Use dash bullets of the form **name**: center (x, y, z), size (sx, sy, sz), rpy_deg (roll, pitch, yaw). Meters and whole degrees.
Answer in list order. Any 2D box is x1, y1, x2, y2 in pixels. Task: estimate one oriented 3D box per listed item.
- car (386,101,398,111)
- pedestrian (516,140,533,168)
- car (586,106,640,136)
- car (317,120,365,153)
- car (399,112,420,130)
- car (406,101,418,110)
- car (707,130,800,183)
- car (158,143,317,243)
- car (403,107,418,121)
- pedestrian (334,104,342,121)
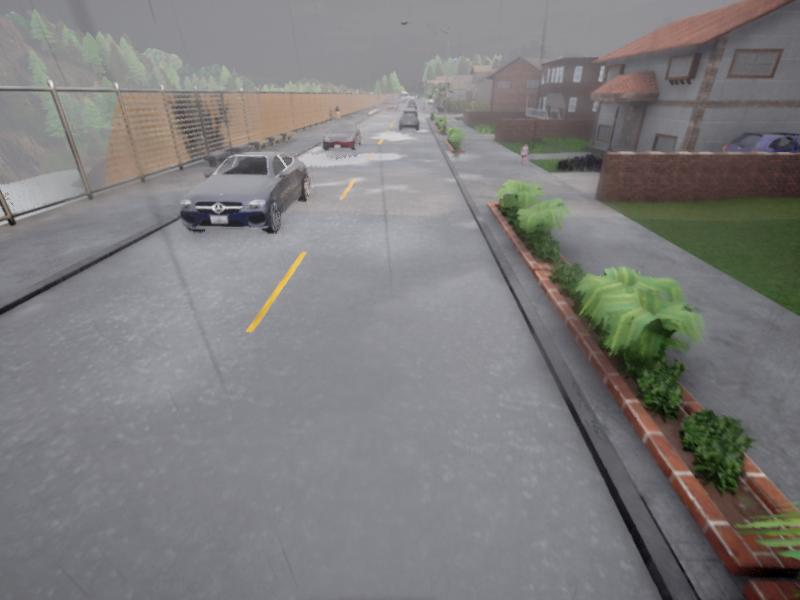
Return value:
- **car**: center (-1.650, -40.146, 82.837), size (2.097, 1.767, 4.553), rpy_deg (1, 27, 2)
- **pedestrian**: center (5.519, -6.501, 17.779), size (0.500, 1.100, 0.500), rpy_deg (1, 27, 1)
- **car**: center (16.177, -13.782, 30.623), size (1.905, 1.878, 3.866), rpy_deg (1, 27, 2)
- **car**: center (-3.546, -10.346, 25.156), size (2.163, 1.488, 4.792), rpy_deg (1, 27, 2)
- **car**: center (0.929, -17.821, 39.824), size (1.994, 1.385, 4.181), rpy_deg (1, 27, 2)
- **car**: center (2.588, -42.474, 87.485), size (2.242, 1.667, 4.611), rpy_deg (-1, 27, -2)
- **car**: center (13.378, -5.013, 13.908), size (3.633, 1.501, 1.845), rpy_deg (1, 27, 2)
- **car**: center (-3.998, -3.207, 11.102), size (2.152, 1.651, 5.027), rpy_deg (1, 27, 2)
- **car**: center (1.384, -25.152, 53.913), size (1.882, 1.535, 5.008), rpy_deg (1, 27, 1)
- **pedestrian**: center (-7.524, -22.792, 48.708), size (0.751, 1.860, 0.751), rpy_deg (1, 27, 2)
